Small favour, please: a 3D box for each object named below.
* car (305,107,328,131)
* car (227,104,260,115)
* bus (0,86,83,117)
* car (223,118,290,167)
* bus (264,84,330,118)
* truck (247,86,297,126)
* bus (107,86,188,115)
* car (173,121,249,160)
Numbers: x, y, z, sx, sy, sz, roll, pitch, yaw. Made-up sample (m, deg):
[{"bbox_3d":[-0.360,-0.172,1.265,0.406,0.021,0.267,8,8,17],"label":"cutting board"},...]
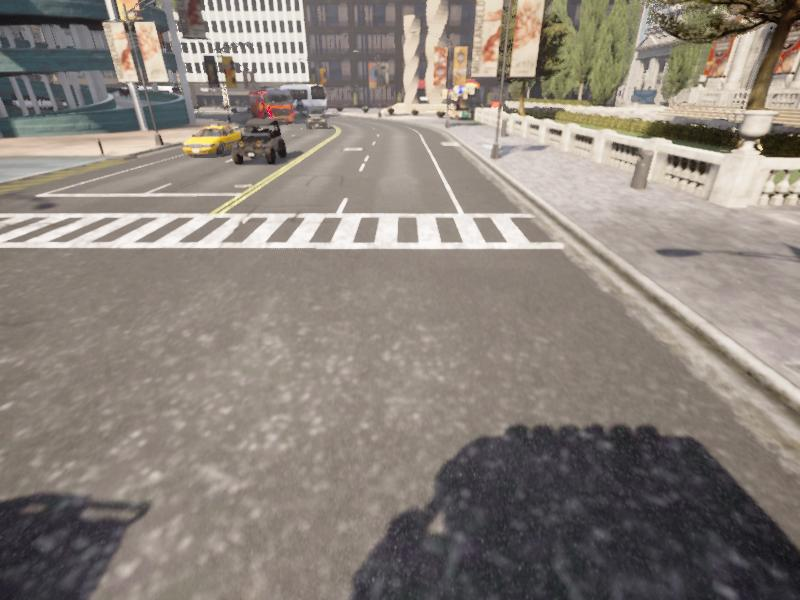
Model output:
[{"bbox_3d":[-7.966,-17.273,38.130,1.905,1.878,3.866,-5,28,-10],"label":"car"},{"bbox_3d":[-26.733,-32.632,68.385,4.974,1.542,2.038,10,29,19],"label":"car"},{"bbox_3d":[-56.308,-30.697,61.879,10.273,4.253,3.944,0,27,0],"label":"bus"},{"bbox_3d":[-7.034,-8.012,20.144,1.905,1.878,3.866,-1,27,-1],"label":"car"},{"bbox_3d":[-15.838,-30.657,61.574,10.273,4.253,3.944,21,34,35],"label":"bus"},{"bbox_3d":[-14.778,-22.304,45.827,2.891,3.827,8.468,-15,31,-27],"label":"truck"},{"bbox_3d":[-42.621,-33.843,67.910,10.273,4.253,3.944,0,27,0],"label":"bus"},{"bbox_3d":[-10.532,-9.210,22.830,1.801,1.575,5.366,0,27,0],"label":"car"}]
